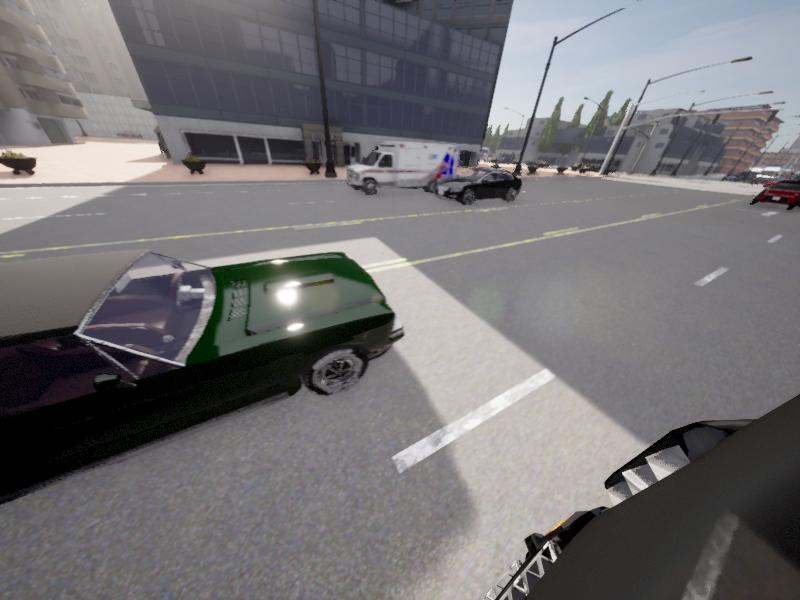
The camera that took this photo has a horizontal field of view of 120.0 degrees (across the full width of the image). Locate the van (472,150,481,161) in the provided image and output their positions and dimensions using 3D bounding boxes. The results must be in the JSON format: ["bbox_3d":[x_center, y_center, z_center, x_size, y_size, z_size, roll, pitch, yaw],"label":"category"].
[{"bbox_3d":[23.456,-44.351,70.982,1.988,2.561,5.915,12,34,13],"label":"van"}]

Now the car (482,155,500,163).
[{"bbox_3d":[24.369,-37.816,62.081,2.007,1.525,4.514,-6,34,-15],"label":"car"}]

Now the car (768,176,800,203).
[{"bbox_3d":[32.485,-8.894,18.562,5.238,1.638,1.930,-14,37,-25],"label":"car"}]

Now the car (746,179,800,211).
[{"bbox_3d":[25.535,-7.034,15.304,4.193,1.474,1.816,-15,37,-25],"label":"car"}]

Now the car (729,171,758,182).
[{"bbox_3d":[67.593,-24.300,45.457,5.238,1.638,1.930,-15,37,-25],"label":"car"}]

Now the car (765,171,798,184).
[{"bbox_3d":[75.948,-24.483,45.985,5.566,2.045,2.150,-15,37,-24],"label":"car"}]

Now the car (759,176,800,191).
[{"bbox_3d":[51.213,-15.313,30.403,4.181,1.385,1.994,4,33,0],"label":"car"}]

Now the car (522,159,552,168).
[{"bbox_3d":[30.479,-30.563,51.638,2.033,1.411,5.357,-14,37,-25],"label":"car"}]

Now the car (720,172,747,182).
[{"bbox_3d":[61.459,-22.675,42.570,4.193,1.474,1.816,-14,37,-25],"label":"car"}]

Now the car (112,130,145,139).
[{"bbox_3d":[-68.719,-41.959,58.609,4.856,1.649,2.033,-13,37,-24],"label":"car"}]

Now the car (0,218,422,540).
[{"bbox_3d":[-2.354,0.348,2.093,4.718,1.301,1.895,-15,37,-25],"label":"car"}]

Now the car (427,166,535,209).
[{"bbox_3d":[4.091,-5.820,11.732,4.902,1.511,2.128,-15,37,-25],"label":"car"}]

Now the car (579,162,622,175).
[{"bbox_3d":[34.196,-22.547,39.586,1.882,1.535,5.008,-14,37,-25],"label":"car"}]

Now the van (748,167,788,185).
[{"bbox_3d":[63.796,-21.519,40.050,5.915,2.561,1.988,-14,37,-25],"label":"van"}]

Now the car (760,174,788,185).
[{"bbox_3d":[70.104,-22.639,43.319,4.674,1.442,1.812,-15,37,-24],"label":"car"}]

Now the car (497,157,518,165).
[{"bbox_3d":[24.996,-32.436,53.861,1.816,1.474,4.193,-14,37,-25],"label":"car"}]

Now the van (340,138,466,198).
[{"bbox_3d":[0.223,-7.378,12.950,6.366,2.431,2.351,-15,37,-25],"label":"van"}]

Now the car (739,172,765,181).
[{"bbox_3d":[74.007,-25.964,48.537,5.008,1.535,1.882,-15,37,-24],"label":"car"}]
